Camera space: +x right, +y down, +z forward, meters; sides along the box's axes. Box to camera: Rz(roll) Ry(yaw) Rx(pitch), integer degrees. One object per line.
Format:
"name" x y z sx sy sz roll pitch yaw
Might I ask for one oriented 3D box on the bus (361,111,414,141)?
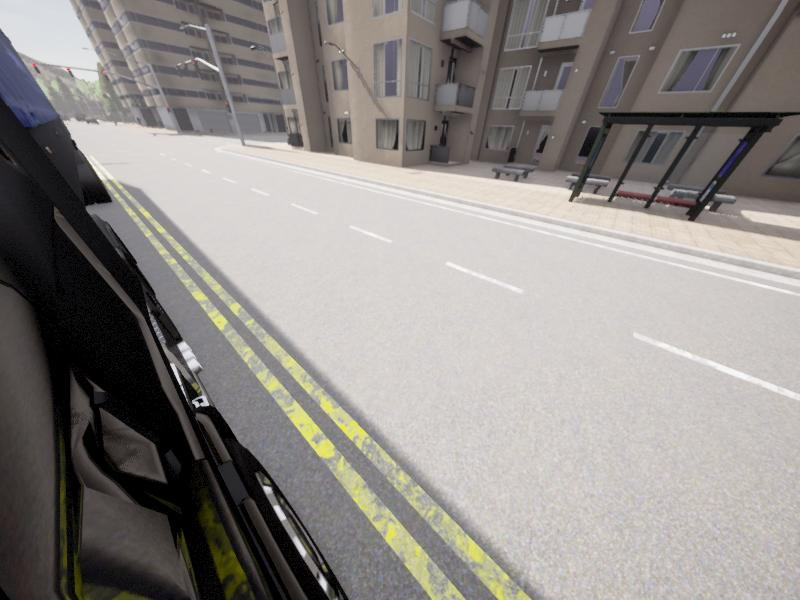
"bus" -2.121 -33.006 44.080 3.944 4.253 10.273 28 43 30

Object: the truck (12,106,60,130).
"truck" -51.179 -25.619 32.621 5.204 2.467 2.627 28 44 30

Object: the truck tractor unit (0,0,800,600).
"truck tractor unit" -2.645 -0.295 0.352 6.516 4.208 3.053 28 44 30

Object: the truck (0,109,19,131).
"truck" -51.209 -22.726 29.063 6.274 2.098 2.390 28 44 30

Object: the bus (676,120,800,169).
"bus" 43.397 -19.585 28.893 3.944 4.253 10.273 -4 37 -10

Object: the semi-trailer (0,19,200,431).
"semi-trailer" -8.589 -3.678 4.331 14.254 4.402 2.717 29 44 31
